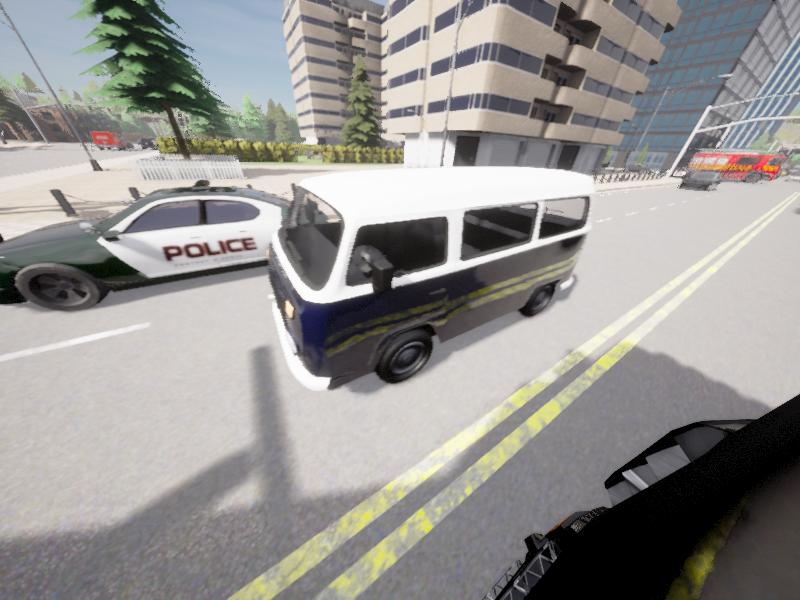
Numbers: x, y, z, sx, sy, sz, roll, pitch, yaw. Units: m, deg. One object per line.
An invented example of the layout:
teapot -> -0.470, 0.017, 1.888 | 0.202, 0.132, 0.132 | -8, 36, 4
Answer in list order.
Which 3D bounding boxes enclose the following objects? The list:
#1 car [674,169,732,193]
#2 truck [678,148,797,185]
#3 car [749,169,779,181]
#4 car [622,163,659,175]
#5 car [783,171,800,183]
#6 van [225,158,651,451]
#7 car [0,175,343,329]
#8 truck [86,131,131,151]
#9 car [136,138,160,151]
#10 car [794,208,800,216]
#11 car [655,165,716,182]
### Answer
car -> 28.148, -11.146, 21.474 | 5.238, 1.638, 1.930 | -17, 38, -27
truck -> 47.131, -19.154, 32.970 | 8.468, 3.827, 2.891 | 28, 41, 33
car -> 65.868, -22.733, 41.808 | 4.856, 1.649, 2.033 | -17, 38, -27
car -> 41.137, -22.409, 39.581 | 1.970, 1.475, 3.806 | -18, 39, -28
car -> 69.187, -21.443, 40.193 | 3.988, 1.617, 1.851 | -17, 38, -27
van -> 0.675, -0.644, 3.164 | 4.480, 2.038, 2.069 | -17, 38, -27
car -> -3.887, -1.310, 4.310 | 4.974, 1.542, 2.038 | -17, 38, -27
truck -> -47.079, -25.782, 37.524 | 2.627, 2.467, 5.204 | -17, 38, -27
car -> -47.187, -29.300, 43.401 | 1.905, 1.878, 3.866 | -17, 38, -27
car -> 24.026, -5.314, 12.459 | 4.792, 1.488, 2.163 | -17, 38, -27
car -> 40.633, -18.198, 33.119 | 2.038, 1.542, 4.974 | -7, 35, -14
